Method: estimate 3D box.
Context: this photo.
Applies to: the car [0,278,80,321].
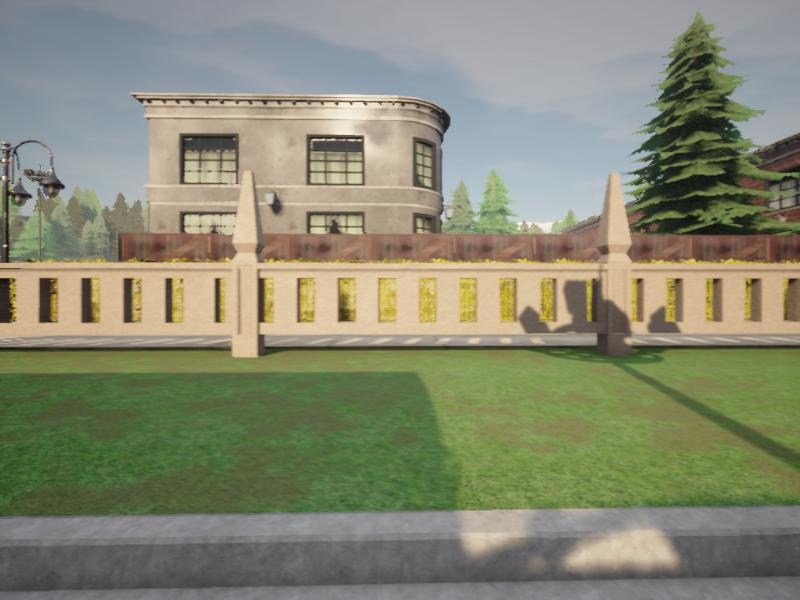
[{"bbox_3d":[-20.300,-0.021,21.318,2.150,2.045,5.566,0,0,-1],"label":"car"}]
